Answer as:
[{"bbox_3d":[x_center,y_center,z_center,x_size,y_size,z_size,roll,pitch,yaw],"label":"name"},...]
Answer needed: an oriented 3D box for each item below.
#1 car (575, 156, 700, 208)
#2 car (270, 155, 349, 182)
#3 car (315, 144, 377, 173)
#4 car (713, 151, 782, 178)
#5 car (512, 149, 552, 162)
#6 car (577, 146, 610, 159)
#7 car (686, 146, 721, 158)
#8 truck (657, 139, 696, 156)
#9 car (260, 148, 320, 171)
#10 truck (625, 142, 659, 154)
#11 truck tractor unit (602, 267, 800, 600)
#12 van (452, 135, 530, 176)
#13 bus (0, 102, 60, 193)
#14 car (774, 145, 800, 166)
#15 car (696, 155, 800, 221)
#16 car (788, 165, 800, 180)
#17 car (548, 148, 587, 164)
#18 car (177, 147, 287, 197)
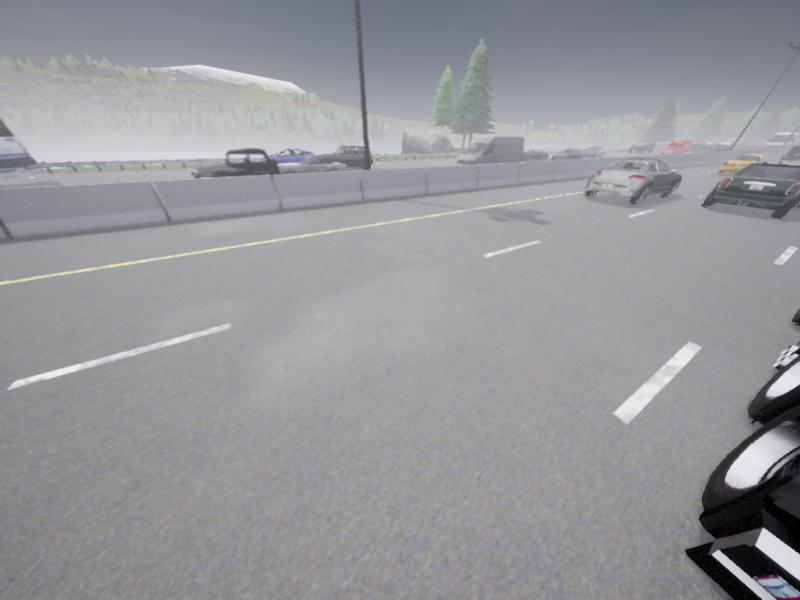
[{"bbox_3d":[11.133,-5.725,10.895,5.027,1.651,2.152,-17,39,-24],"label":"car"},{"bbox_3d":[-6.223,-9.285,16.148,4.718,1.301,1.895,-17,39,-24],"label":"car"},{"bbox_3d":[-4.599,-12.330,20.017,4.605,1.855,1.932,-19,39,-23],"label":"car"},{"bbox_3d":[28.324,-11.118,18.825,5.366,1.575,1.801,-18,39,-24],"label":"car"},{"bbox_3d":[17.322,-18.989,30.285,4.718,1.301,1.895,-17,39,-24],"label":"car"},{"bbox_3d":[30.779,-23.583,36.794,4.974,1.542,2.038,-21,40,-28],"label":"car"},{"bbox_3d":[52.155,-25.462,39.691,4.902,1.511,2.128,-17,39,-24],"label":"car"},{"bbox_3d":[51.911,-28.644,43.397,5.204,2.467,2.627,-19,41,-24],"label":"truck"},{"bbox_3d":[-9.893,-12.805,20.969,4.514,1.525,2.007,-17,39,-24],"label":"car"},{"bbox_3d":[51.370,-32.329,49.027,6.274,2.098,2.390,-17,39,-24],"label":"truck"},{"bbox_3d":[5.114,-0.298,0.776,6.516,4.208,3.053,-18,39,-24],"label":"truck tractor unit"},{"bbox_3d":[7.343,-11.779,18.759,5.915,2.561,1.988,-17,39,-24],"label":"van"},{"bbox_3d":[-24.950,-6.813,9.850,10.273,4.253,3.944,-18,39,-24],"label":"bus"},{"bbox_3d":[47.686,-17.341,27.655,3.866,1.878,1.905,-17,39,-24],"label":"car"},{"bbox_3d":[14.775,-4.650,9.234,4.553,1.767,2.097,-18,39,-24],"label":"car"},{"bbox_3d":[30.923,-9.602,16.761,3.806,1.475,1.970,-18,39,-24],"label":"car"},{"bbox_3d":[20.656,-17.819,28.477,4.193,1.474,1.816,-17,39,-24],"label":"car"},{"bbox_3d":[-8.217,-6.613,11.771,3.866,1.878,1.905,-17,39,-24],"label":"car"}]
